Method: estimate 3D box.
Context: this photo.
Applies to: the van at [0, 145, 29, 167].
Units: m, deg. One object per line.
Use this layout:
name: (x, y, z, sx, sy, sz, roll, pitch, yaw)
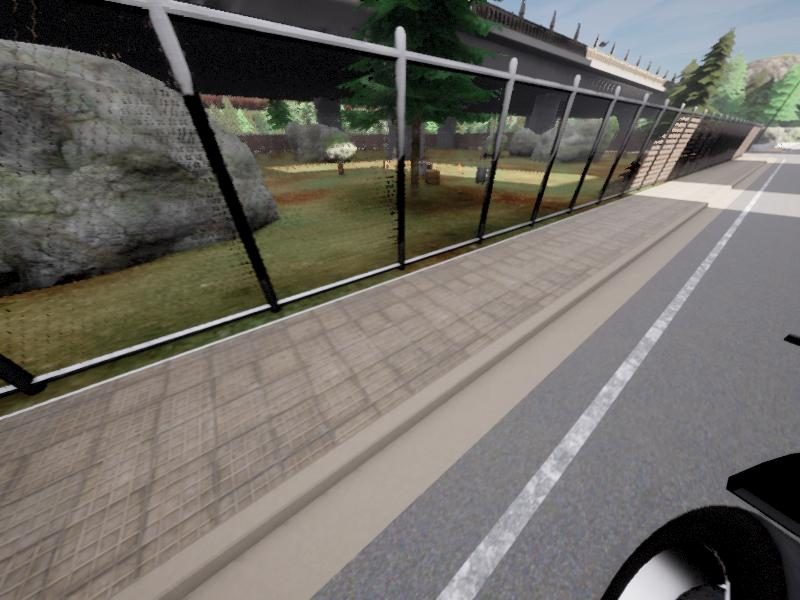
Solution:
van: (-45.227, -16.238, 26.011, 1.775, 1.987, 4.442, -22, 41, -28)
